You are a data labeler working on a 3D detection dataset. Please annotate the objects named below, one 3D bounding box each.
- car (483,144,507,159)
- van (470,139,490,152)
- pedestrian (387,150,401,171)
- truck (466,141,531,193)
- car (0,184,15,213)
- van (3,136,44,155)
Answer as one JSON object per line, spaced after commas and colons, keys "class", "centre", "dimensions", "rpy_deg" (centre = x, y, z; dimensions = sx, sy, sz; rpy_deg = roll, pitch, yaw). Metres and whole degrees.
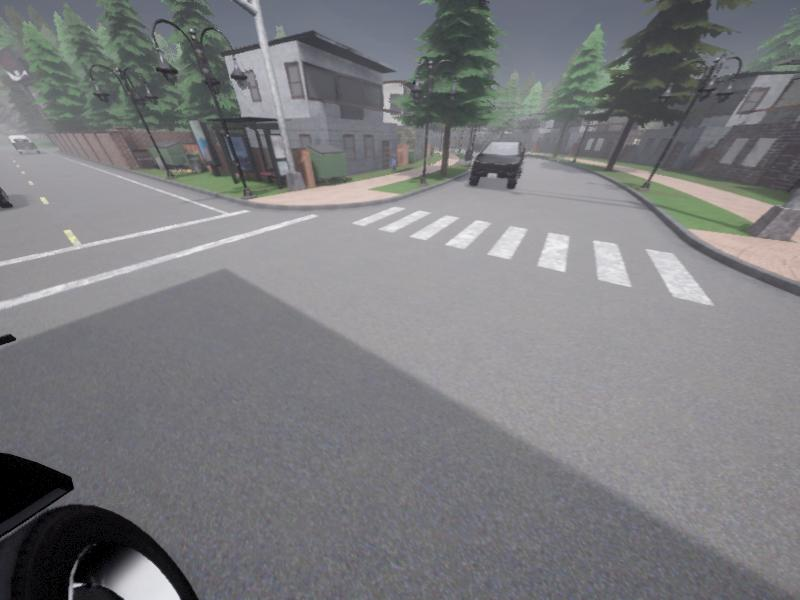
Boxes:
{"class": "car", "centre": [12.618, -19.820, 30.843], "dimensions": [1.845, 1.501, 3.633], "rpy_deg": [4, 35, 4]}
{"class": "van", "centre": [15.687, -30.427, 45.539], "dimensions": [1.775, 1.987, 4.442], "rpy_deg": [-5, 36, -8]}
{"class": "pedestrian", "centre": [-0.444, -10.374, 17.158], "dimensions": [0.751, 1.300, 0.751], "rpy_deg": [19, 39, 24]}
{"class": "truck", "centre": [6.045, -8.149, 13.698], "dimensions": [2.390, 2.098, 6.274], "rpy_deg": [16, 38, 21]}
{"class": "car", "centre": [-16.042, -3.987, 8.168], "dimensions": [4.181, 1.385, 1.994], "rpy_deg": [22, 41, 28]}
{"class": "van", "centre": [-51.257, -21.142, 31.469], "dimensions": [4.480, 2.038, 2.069], "rpy_deg": [22, 41, 28]}
